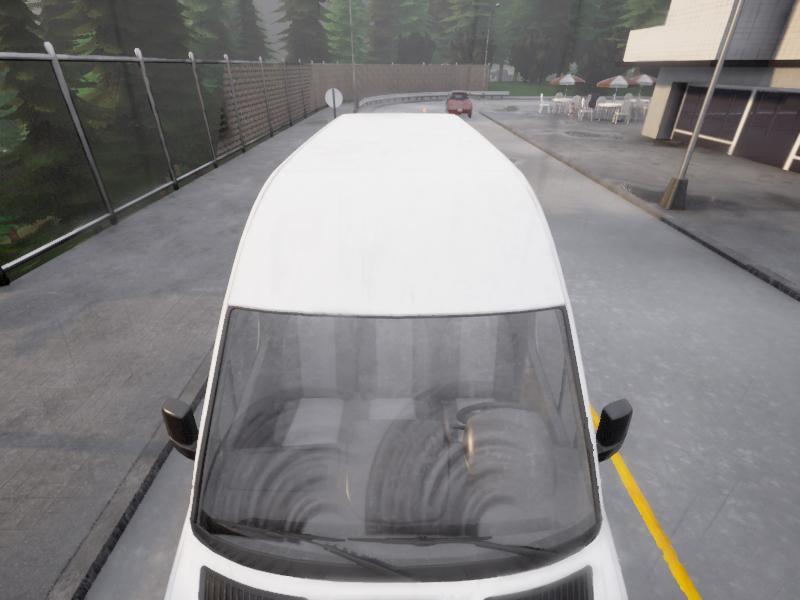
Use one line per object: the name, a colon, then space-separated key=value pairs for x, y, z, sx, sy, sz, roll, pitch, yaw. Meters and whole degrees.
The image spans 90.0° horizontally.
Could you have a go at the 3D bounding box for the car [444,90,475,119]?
car: x=4.101 y=-13.783 z=28.111 sx=1.845 sy=1.501 sz=3.633 roll=2 pitch=31 yaw=3

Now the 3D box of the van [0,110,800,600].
van: x=-0.019 y=0.046 z=3.433 sx=1.988 sy=2.561 sz=5.915 roll=0 pitch=30 yaw=0

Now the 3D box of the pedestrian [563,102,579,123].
pedestrian: x=10.176 y=-11.178 z=23.821 sx=0.500 sy=1.100 sz=0.500 roll=-11 pitch=32 yaw=-17
